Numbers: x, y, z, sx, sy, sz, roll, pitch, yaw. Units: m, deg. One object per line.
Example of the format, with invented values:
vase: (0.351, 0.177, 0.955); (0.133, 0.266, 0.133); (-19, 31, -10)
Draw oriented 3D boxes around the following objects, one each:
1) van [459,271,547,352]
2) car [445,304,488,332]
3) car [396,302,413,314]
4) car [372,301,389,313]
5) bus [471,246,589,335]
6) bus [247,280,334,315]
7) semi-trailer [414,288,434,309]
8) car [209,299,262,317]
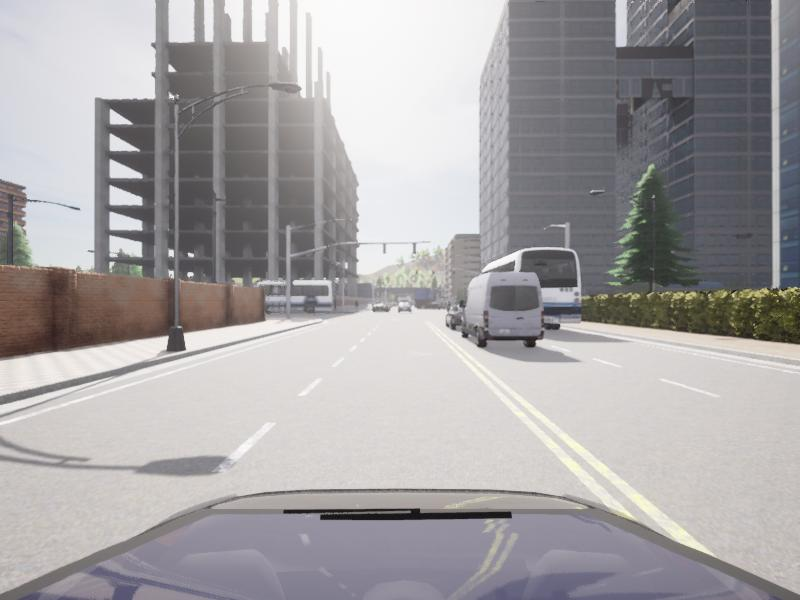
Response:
van: (3.695, 0.384, 15.626); (1.988, 2.561, 5.915); (0, 0, 1)
car: (3.771, 0.959, 23.379); (1.812, 1.442, 4.674); (0, 0, 1)
car: (0.629, 1.040, 54.525); (2.128, 1.511, 4.902); (0, 0, 1)
car: (-2.826, 0.975, 58.382); (2.242, 1.667, 4.611); (0, 0, 1)
bus: (7.166, -0.440, 24.363); (3.944, 4.253, 10.273); (0, 0, 1)
bus: (-13.644, -0.343, 51.000); (10.273, 4.253, 3.944); (0, 1, -8)
semi-trailer: (5.620, -0.283, 89.910); (2.717, 4.402, 14.254); (0, 0, 11)
car: (-16.755, 0.804, 40.802); (4.605, 1.855, 1.932); (0, 0, 3)
